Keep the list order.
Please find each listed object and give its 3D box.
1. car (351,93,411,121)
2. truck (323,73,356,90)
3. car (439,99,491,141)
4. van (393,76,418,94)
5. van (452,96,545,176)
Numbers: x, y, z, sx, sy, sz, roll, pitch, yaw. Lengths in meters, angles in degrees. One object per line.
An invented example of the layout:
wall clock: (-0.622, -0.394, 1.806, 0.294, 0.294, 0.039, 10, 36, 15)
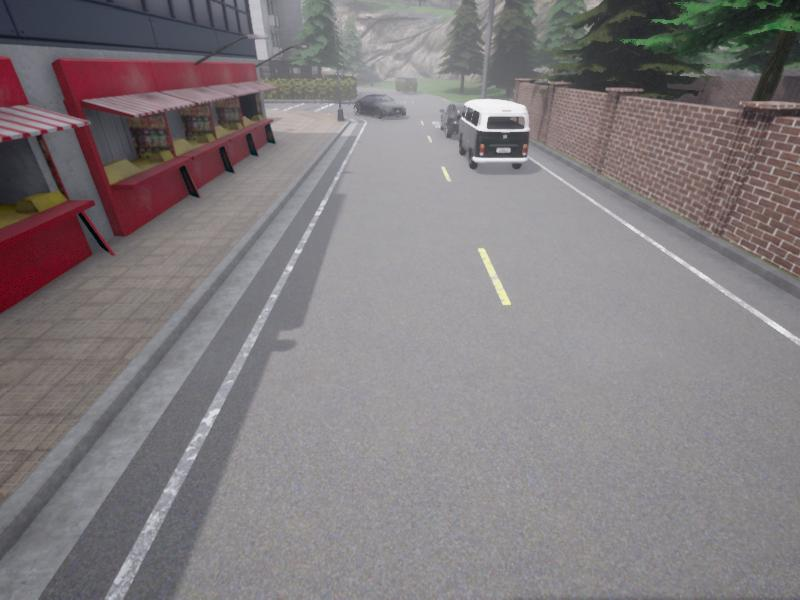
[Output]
car: (-1.361, -13.214, 27.270, 1.994, 1.385, 4.181, -22, 37, -32)
truck: (-9.584, -34.443, 62.934, 2.390, 2.098, 6.274, -19, 35, -29)
car: (3.172, -9.308, 20.483, 1.837, 1.490, 4.892, 0, 30, 0)
van: (0.679, -28.121, 52.219, 1.775, 1.987, 4.442, -10, 32, -16)
van: (3.232, -6.018, 14.305, 2.069, 2.038, 4.480, 0, 30, 0)
